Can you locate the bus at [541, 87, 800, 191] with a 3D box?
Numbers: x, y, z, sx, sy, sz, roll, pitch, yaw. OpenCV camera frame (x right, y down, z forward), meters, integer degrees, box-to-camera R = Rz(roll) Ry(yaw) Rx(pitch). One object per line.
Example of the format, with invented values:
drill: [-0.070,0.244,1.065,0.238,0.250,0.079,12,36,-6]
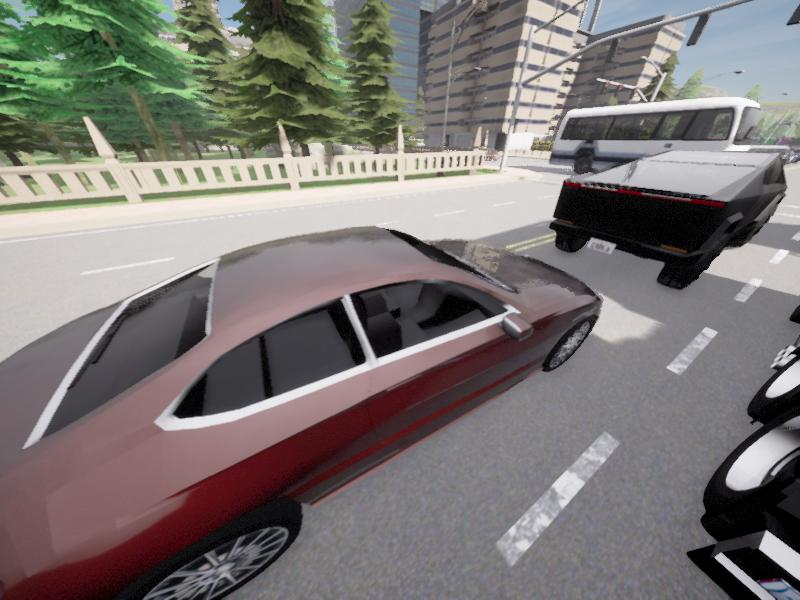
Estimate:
bus: [16.531,-10.908,16.044,3.944,4.253,10.273,-17,38,-23]

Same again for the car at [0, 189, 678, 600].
car: [-0.135,0.162,2.348,5.027,1.651,2.152,-18,39,-24]

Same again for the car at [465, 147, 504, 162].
car: [11.034,-19.246,30.451,1.812,1.442,4.674,-18,39,-24]

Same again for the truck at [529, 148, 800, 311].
truck: [6.354,-2.156,5.296,6.274,2.098,2.390,-18,39,-24]

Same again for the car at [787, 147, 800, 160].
car: [62.139,-22.437,35.312,4.902,1.511,2.128,-18,39,-24]

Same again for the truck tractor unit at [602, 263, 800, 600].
truck tractor unit: [5.114,-0.296,0.794,6.516,4.208,3.053,-18,39,-24]

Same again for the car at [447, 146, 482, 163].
car: [7.955,-18.366,29.029,1.851,1.617,3.988,-18,39,-24]

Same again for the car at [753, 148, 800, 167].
car: [42.566,-16.073,25.985,4.974,1.542,2.038,-18,39,-24]

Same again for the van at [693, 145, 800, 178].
van: [26.767,-10.794,17.914,4.442,1.987,1.775,5,36,7]
